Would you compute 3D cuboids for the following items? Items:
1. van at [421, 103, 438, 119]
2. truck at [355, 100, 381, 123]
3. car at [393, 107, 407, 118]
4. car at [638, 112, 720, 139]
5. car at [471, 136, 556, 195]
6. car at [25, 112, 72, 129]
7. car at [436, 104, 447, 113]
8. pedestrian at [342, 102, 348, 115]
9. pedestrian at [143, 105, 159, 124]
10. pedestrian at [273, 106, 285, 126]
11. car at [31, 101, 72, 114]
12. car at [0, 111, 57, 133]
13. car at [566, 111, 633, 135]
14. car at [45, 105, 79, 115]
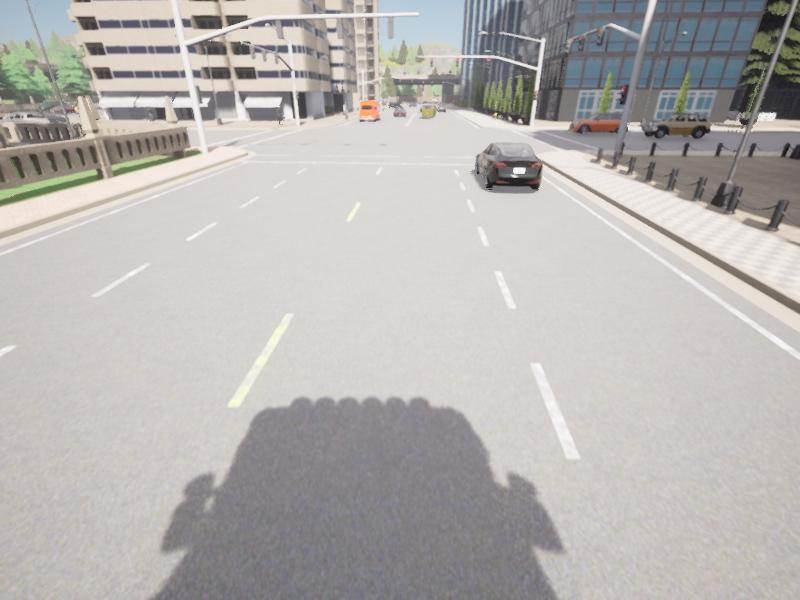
[{"bbox_3d":[4.523,-28.856,61.014,1.775,1.987,4.442,6,28,11],"label":"van"},{"bbox_3d":[-4.012,-24.515,51.937,2.627,2.467,5.204,2,28,3],"label":"truck"},{"bbox_3d":[0.048,-29.147,62.251,1.994,1.385,4.181,1,27,2],"label":"car"},{"bbox_3d":[21.724,-13.710,31.394,4.605,1.855,1.932,2,27,3],"label":"car"},{"bbox_3d":[4.168,-5.393,15.624,2.163,1.488,4.792,2,27,3],"label":"car"},{"bbox_3d":[-36.664,-18.770,41.719,4.181,1.385,1.994,15,31,27],"label":"car"},{"bbox_3d":[8.349,-38.799,80.996,2.007,1.525,4.514,2,27,3],"label":"car"},{"bbox_3d":[-9.067,-31.739,66.376,0.751,1.860,0.751,0,27,-1],"label":"pedestrian"},{"bbox_3d":[-27.622,-20.594,44.390,0.751,1.860,0.751,6,28,11],"label":"pedestrian"},{"bbox_3d":[-12.583,-19.130,41.555,0.751,1.860,0.751,4,27,7],"label":"pedestrian"},{"bbox_3d":[-62.617,-34.680,72.063,2.150,2.045,5.566,1,27,3],"label":"car"},{"bbox_3d":[-34.740,-16.585,37.113,4.611,1.667,2.242,12,29,22],"label":"car"},{"bbox_3d":[17.245,-15.407,34.798,4.553,1.767,2.097,2,27,4],"label":"car"},{"bbox_3d":[-59.215,-33.412,70.251,1.812,1.442,4.674,1,27,2],"label":"car"}]
